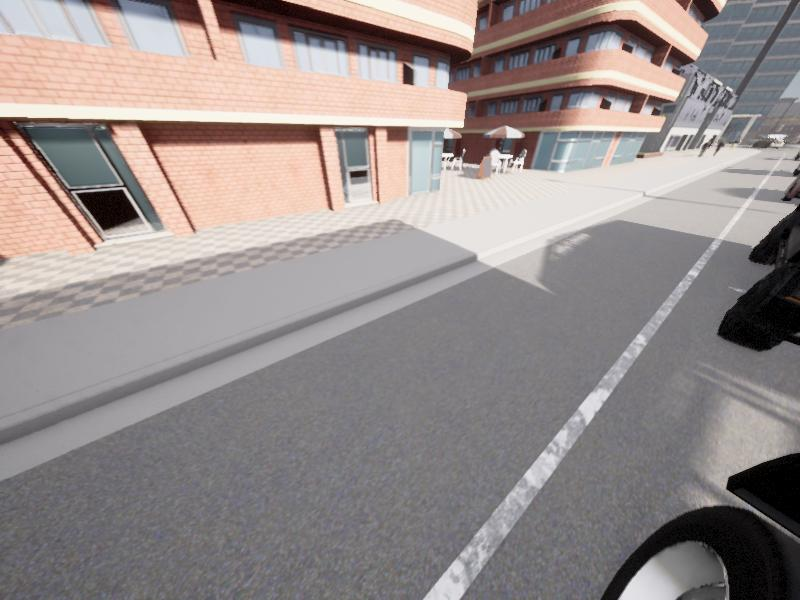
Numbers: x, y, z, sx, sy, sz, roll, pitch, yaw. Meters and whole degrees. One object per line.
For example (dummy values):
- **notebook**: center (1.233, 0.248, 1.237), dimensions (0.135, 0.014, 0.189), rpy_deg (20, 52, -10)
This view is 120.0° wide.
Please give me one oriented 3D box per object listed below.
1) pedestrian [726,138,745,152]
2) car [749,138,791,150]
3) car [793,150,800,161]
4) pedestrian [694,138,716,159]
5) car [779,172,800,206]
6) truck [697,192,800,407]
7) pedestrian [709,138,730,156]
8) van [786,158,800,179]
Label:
- **pedestrian**: center (53.030, -24.560, 36.537), dimensions (0.751, 1.860, 0.751), rpy_deg (-16, 38, -20)
- **car**: center (73.262, -31.052, 45.890), dimensions (1.932, 1.855, 4.605), rpy_deg (13, 37, 19)
- **car**: center (45.319, -16.313, 25.130), dimensions (4.605, 1.855, 1.932), rpy_deg (-22, 41, -28)
- **pedestrian**: center (34.371, -17.087, 26.053), dimensions (0.751, 1.860, 0.751), rpy_deg (-28, 43, -33)
- **car**: center (17.701, -4.723, 9.315), dimensions (4.181, 1.385, 1.994), rpy_deg (-22, 41, -28)
- **truck**: center (6.902, -0.604, 2.909), dimensions (6.274, 2.098, 2.390), rpy_deg (-22, 40, -28)
- **pedestrian**: center (39.639, -18.958, 28.680), dimensions (0.751, 1.860, 0.751), rpy_deg (-28, 44, -34)
- **van**: center (27.826, -9.172, 14.971), dimensions (4.480, 2.038, 2.069), rpy_deg (-23, 41, -28)
